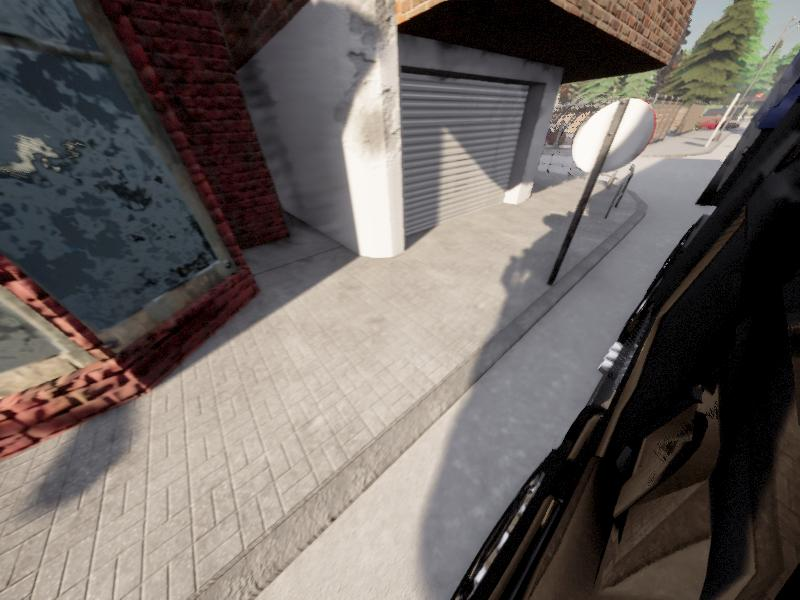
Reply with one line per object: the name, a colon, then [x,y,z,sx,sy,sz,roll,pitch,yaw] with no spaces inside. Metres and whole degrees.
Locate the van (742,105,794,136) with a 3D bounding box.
van: [42.275,-20.717,26.689,5.915,2.561,1.988,-28,43,-30]

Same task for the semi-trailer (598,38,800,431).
semi-trailer: [8.690,-3.600,4.249,14.254,4.402,2.717,-28,43,-30]

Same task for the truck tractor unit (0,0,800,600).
truck tractor unit: [2.645,-0.295,0.351,6.516,4.208,3.053,-28,44,-30]

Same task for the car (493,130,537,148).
car: [13.401,-18.819,26.888,5.357,1.415,2.033,-28,43,-30]

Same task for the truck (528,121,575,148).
truck: [15.806,-17.278,24.123,4.478,2.038,2.069,-28,43,-30]

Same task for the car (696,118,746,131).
car: [49.251,-27.006,35.605,1.816,1.474,4.193,-32,45,-33]
